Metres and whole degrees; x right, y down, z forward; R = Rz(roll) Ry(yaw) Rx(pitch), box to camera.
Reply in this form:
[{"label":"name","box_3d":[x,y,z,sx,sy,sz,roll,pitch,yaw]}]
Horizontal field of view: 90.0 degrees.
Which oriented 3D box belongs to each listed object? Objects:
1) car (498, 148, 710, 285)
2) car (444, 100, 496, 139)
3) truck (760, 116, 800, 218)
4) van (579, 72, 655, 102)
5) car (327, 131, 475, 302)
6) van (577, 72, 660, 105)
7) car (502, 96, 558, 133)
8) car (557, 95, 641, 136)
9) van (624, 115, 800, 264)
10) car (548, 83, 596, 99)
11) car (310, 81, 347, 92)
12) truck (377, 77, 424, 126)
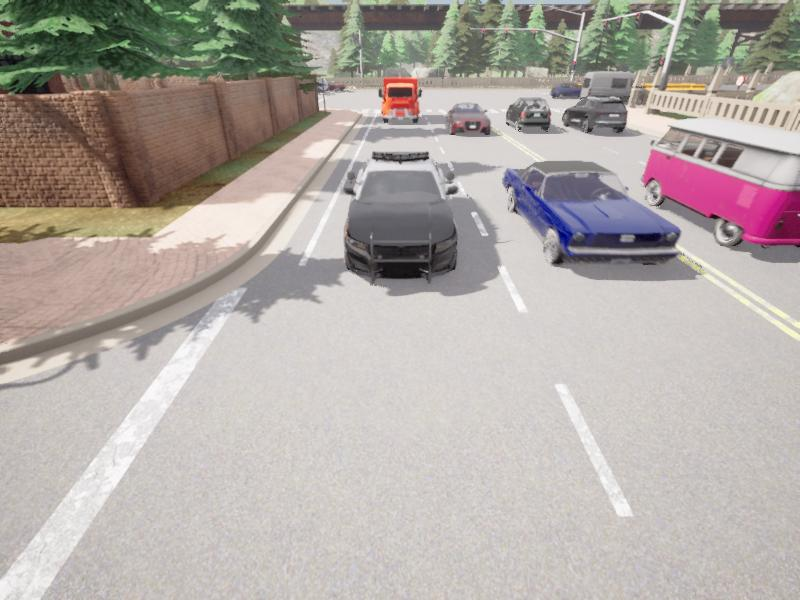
[{"label":"car","box_3d":[3.510,-1.986,8.122,1.895,1.301,4.718,0,30,0]},{"label":"car","box_3d":[3.516,-9.526,20.956,1.994,1.385,4.181,0,30,0]},{"label":"truck","box_3d":[10.514,-2.229,7.372,2.627,2.467,5.204,0,31,0]},{"label":"van","box_3d":[21.315,-21.073,39.524,5.915,2.561,1.988,0,30,0]},{"label":"car","box_3d":[0.013,-2.032,7.868,1.930,1.638,5.238,0,31,0]},{"label":"van","box_3d":[19.771,-19.310,36.510,5.915,2.561,1.988,0,30,0]},{"label":"car","box_3d":[7.018,-10.292,22.073,1.789,1.549,3.705,0,30,0]},{"label":"car","box_3d":[10.516,-10.085,21.634,2.033,1.649,4.856,0,29,0]},{"label":"van","box_3d":[7.014,-2.615,8.508,1.775,1.987,4.442,0,30,0]},{"label":"car","box_3d":[18.336,-22.386,42.834,4.193,1.474,1.816,0,30,0]},{"label":"car","box_3d":[-9.835,-29.407,55.101,4.718,1.301,1.895,0,30,0]},{"label":"truck","box_3d":[0.017,-12.513,25.004,2.627,2.467,5.204,0,30,0]}]
